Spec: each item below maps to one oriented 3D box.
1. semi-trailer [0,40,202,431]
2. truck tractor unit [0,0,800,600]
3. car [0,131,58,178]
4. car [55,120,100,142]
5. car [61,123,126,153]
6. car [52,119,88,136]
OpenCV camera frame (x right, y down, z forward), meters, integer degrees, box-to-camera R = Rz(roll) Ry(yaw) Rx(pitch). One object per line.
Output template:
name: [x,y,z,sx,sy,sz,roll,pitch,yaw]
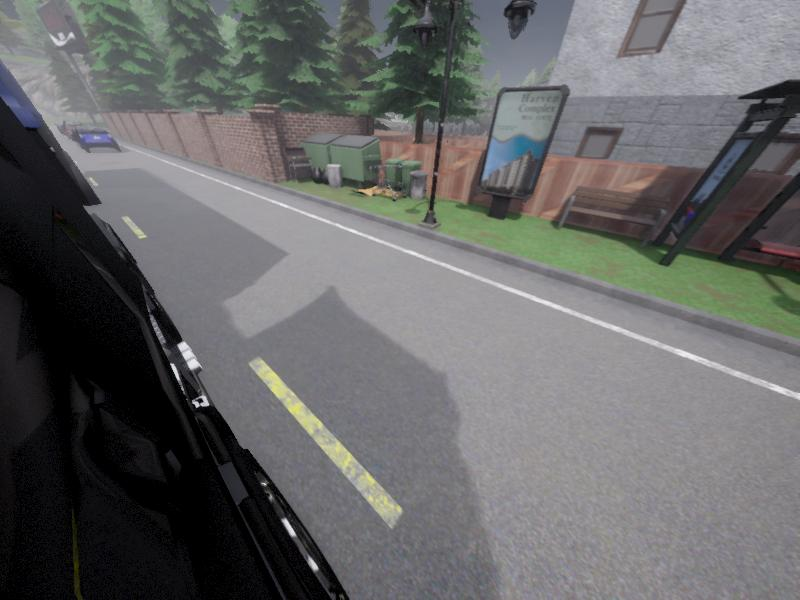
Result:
semi-trailer: [-8.720,-3.587,4.212,14.254,4.402,2.717,28,43,30]
truck tractor unit: [-2.645,-0.295,0.351,6.516,4.208,3.053,28,44,30]
car: [-17.223,-6.466,10.096,4.181,1.385,1.994,27,43,29]
car: [-31.044,-16.279,22.239,3.705,1.549,1.789,27,43,29]
car: [-22.417,-11.870,16.884,4.514,1.525,2.007,27,43,29]
car: [-39.115,-20.391,27.337,4.674,1.442,1.812,28,44,30]
